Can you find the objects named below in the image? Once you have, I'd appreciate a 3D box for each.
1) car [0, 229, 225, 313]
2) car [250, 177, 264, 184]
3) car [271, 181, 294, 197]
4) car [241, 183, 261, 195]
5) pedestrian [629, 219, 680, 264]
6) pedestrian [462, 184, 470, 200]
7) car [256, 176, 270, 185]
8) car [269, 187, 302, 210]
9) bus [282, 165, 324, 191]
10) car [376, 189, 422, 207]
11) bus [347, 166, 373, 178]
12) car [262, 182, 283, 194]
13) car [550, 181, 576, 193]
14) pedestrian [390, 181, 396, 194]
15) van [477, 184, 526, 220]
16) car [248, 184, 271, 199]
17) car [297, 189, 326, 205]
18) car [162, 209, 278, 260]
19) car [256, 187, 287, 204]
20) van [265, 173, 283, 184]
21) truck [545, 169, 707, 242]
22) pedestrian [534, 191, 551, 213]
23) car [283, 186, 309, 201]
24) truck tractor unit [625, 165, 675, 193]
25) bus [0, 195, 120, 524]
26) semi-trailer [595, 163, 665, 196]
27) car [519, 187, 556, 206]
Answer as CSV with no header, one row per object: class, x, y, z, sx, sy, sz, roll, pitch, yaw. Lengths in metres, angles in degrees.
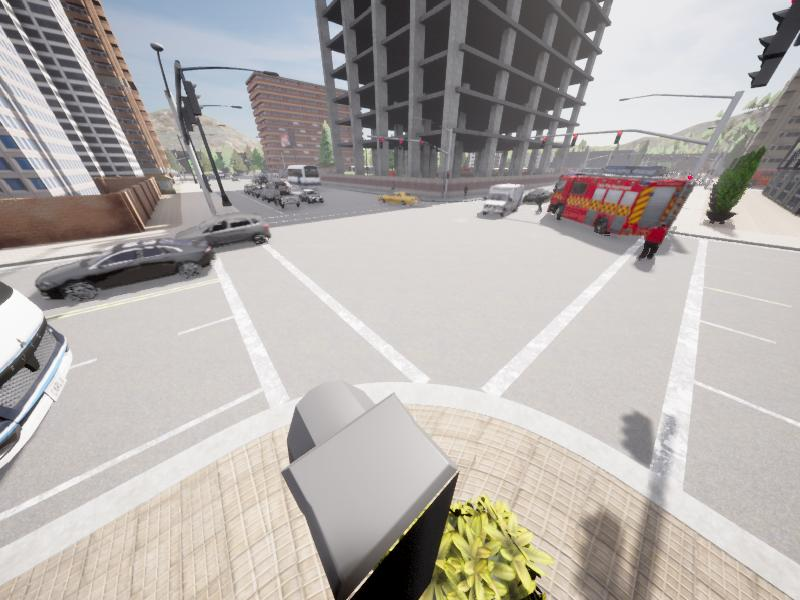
car,-10.174,-1.439,8.987,4.902,1.511,2.128,-23,37,-34
car,-38.982,-32.606,62.970,2.128,1.511,4.902,-22,37,-34
car,-18.776,-17.815,36.971,1.905,1.878,3.866,-23,37,-34
car,-25.067,-18.693,38.909,1.816,1.474,4.193,-22,37,-34
pedestrian,11.959,-2.773,10.900,0.751,1.860,0.751,-11,32,-19
pedestrian,8.811,-14.436,30.795,0.751,1.860,0.751,4,30,7
car,-34.676,-30.169,58.369,1.905,1.878,3.866,-22,37,-33
car,-13.065,-11.646,26.299,1.932,1.855,4.605,-21,36,-32
bus,-19.738,-24.796,46.704,3.944,4.253,10.273,-23,37,-34
car,-0.201,-12.287,27.708,5.366,1.575,1.801,20,35,30
bus,-16.947,-54.637,98.379,10.273,4.253,3.944,-23,37,-34
car,-22.848,-20.105,41.335,1.837,1.490,4.892,-22,37,-33
car,29.637,-20.564,41.995,4.856,1.649,2.033,-23,37,-34
pedestrian,-1.139,-18.407,37.678,0.751,1.860,0.751,-23,37,-34
van,9.930,-9.670,22.327,2.351,2.431,6.366,20,35,31
car,-21.131,-16.369,34.750,1.851,1.617,3.988,-22,37,-34
car,-11.249,-13.098,29.215,1.970,1.475,3.806,-22,37,-33
car,-9.934,-3.897,13.085,4.611,1.667,2.242,-23,37,-34
car,-17.016,-13.831,30.482,2.163,1.488,4.792,-23,37,-34
van,-34.049,-32.769,62.335,2.351,2.431,6.366,-22,37,-34
truck,14.877,-7.341,16.897,2.891,3.827,8.468,0,30,1
pedestrian,14.087,-9.683,22.868,0.751,1.860,0.751,-16,33,-25
car,-14.901,-15.280,33.028,1.812,1.442,4.674,-22,37,-34
truck tractor unit,45.608,-22.183,42.213,6.516,4.208,3.053,-16,34,-24
bus,-9.885,1.753,0.719,10.273,4.253,3.944,-23,37,-34
semi-trailer,38.727,-20.318,38.779,14.254,4.402,2.717,-16,34,-26
car,17.311,-13.084,29.026,5.238,1.638,1.930,-23,37,-34
